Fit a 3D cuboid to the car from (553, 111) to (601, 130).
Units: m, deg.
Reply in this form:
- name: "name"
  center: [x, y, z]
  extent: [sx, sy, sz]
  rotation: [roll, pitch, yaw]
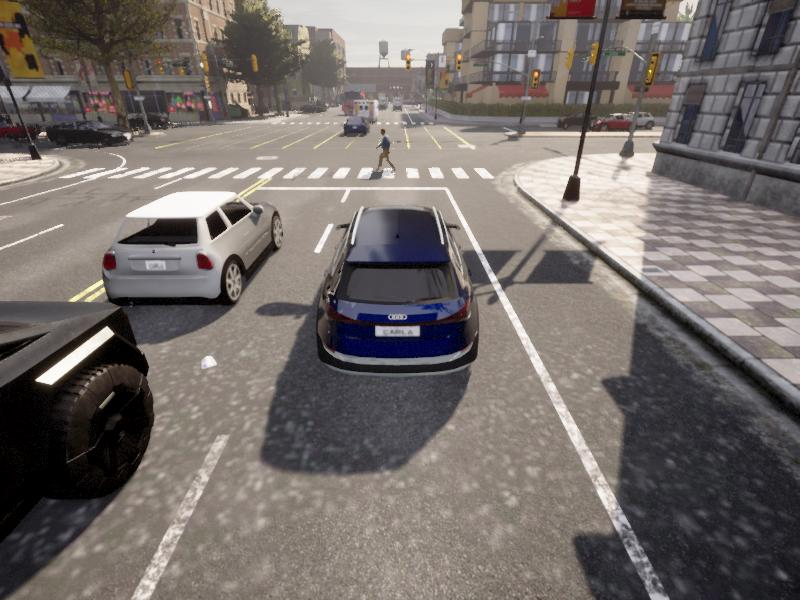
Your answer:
- name: "car"
  center: [17.358, -17.673, 39.330]
  extent: [3.705, 1.549, 1.789]
  rotation: [0, 27, 0]

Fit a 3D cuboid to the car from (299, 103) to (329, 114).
- name: "car"
  center: [-15.166, -33.596, 70.240]
  extent: [5.238, 1.638, 1.930]
  rotation: [17, 31, 30]

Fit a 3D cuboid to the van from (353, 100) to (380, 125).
- name: "van"
  center: [-3.915, -22.365, 47.511]
  extent: [2.351, 2.431, 6.366]
  rotation: [1, 27, 2]

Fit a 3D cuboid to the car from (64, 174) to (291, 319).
- name: "car"
  center: [-3.538, -1.234, 7.405]
  extent: [1.970, 1.475, 3.806]
  rotation: [0, 27, 0]

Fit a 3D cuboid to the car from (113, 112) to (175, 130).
- name: "car"
  center: [-25.070, -17.630, 39.367]
  extent: [4.674, 1.442, 1.812]
  rotation: [0, 27, 0]

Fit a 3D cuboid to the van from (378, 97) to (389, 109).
- name: "van"
  center: [-4.081, -48.882, 99.136]
  extent: [2.351, 2.431, 6.366]
  rotation: [0, 27, 0]

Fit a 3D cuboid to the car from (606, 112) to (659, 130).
- name: "car"
  center: [22.791, -17.637, 39.346]
  extent: [3.806, 1.475, 1.970]
  rotation: [0, 27, 0]

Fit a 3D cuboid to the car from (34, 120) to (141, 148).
- name: "car"
  center: [-20.149, -10.807, 26.007]
  extent: [4.902, 1.511, 2.128]
  rotation: [0, 27, 0]

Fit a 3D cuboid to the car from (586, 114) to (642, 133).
- name: "car"
  center: [19.291, -16.039, 36.235]
  extent: [3.806, 1.475, 1.970]
  rotation: [0, 27, 0]

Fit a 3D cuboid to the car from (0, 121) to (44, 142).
- name: "car"
  center: [-29.306, -12.311, 29.172]
  extent: [4.718, 1.301, 1.895]
  rotation: [0, 27, 0]

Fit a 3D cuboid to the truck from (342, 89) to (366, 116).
- name: "truck"
  center: [-7.390, -32.354, 65.425]
  extent: [2.891, 3.827, 8.468]
  rotation: [0, 27, 0]

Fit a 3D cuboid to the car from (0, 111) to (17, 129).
- name: "car"
  center: [-41.392, -17.674, 39.349]
  extent: [4.974, 1.542, 2.038]
  rotation: [0, 27, 0]

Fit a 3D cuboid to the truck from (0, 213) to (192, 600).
- name: "truck"
  center: [-3.506, 1.610, 1.187]
  extent: [2.390, 2.098, 6.274]
  rotation: [0, 27, 0]

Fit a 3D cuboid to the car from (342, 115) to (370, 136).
- name: "car"
  center: [-3.697, -15.039, 34.405]
  extent: [1.994, 1.385, 4.181]
  rotation: [0, 27, 0]

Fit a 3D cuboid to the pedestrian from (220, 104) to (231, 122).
- name: "pedestrian"
  center: [-20.338, -21.789, 46.625]
  extent: [0.751, 1.860, 0.751]
  rotation: [-2, 27, -4]

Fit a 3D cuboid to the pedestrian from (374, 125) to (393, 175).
- name: "pedestrian"
  center: [-0.656, -6.284, 16.765]
  extent: [0.751, 1.860, 0.751]
  rotation: [0, 27, -1]

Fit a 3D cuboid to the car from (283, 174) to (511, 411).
- name: "car"
  center: [-0.032, -0.648, 6.099]
  extent: [2.033, 1.649, 4.856]
  rotation: [0, 27, 0]

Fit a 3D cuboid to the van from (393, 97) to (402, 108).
- name: "van"
  center: [-0.593, -49.875, 101.069]
  extent: [2.351, 2.431, 6.366]
  rotation: [0, 27, 0]
